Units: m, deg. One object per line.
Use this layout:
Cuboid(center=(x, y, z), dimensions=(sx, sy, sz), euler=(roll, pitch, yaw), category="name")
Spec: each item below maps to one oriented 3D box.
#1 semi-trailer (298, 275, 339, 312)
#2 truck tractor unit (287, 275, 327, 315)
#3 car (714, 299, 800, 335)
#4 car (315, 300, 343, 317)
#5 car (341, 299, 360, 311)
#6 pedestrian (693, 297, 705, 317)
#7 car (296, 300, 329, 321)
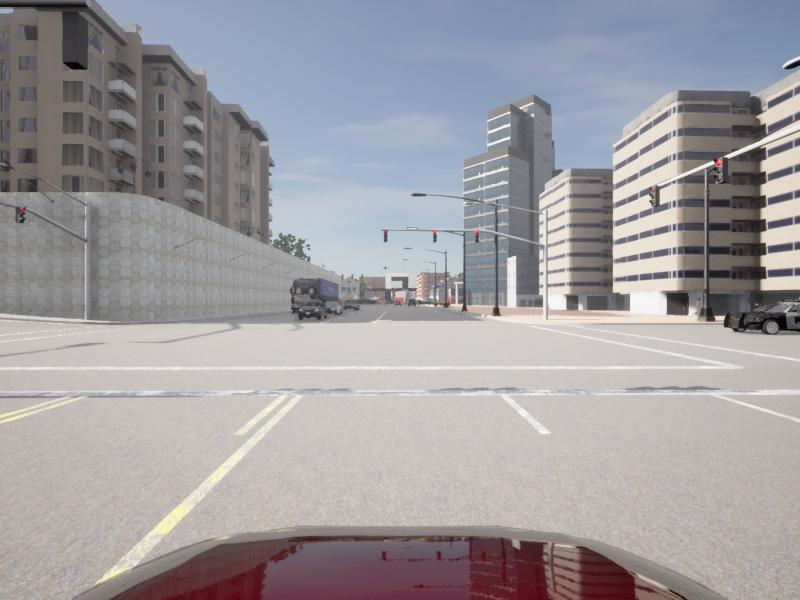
Cuboid(center=(-10.691, -0.650, 54.526), dimensions=(2.717, 4.402, 14.254), euler=(0, -1, 0), category="semi-trailer")
Cuboid(center=(-10.623, -0.576, 46.567), dimensions=(3.053, 4.208, 6.516), euler=(3, 1, -1), category="truck tractor unit")
Cuboid(center=(18.269, 0.771, 18.959), dimensions=(5.238, 1.638, 1.930), euler=(0, 0, -1), category="car")
Cuboid(center=(-7.190, 0.825, 41.107), dimensions=(2.038, 1.542, 4.974), euler=(0, 0, 0), category="car")
Cuboid(center=(-7.271, 0.756, 58.763), dimensions=(2.242, 1.667, 4.611), euler=(0, 0, 0), category="car")
Cuboid(center=(29.263, 0.677, 39.135), dimensions=(0.751, 1.860, 0.751), euler=(0, 0, 16), category="pedestrian")
Cuboid(center=(-7.138, 0.788, 33.005), dimensions=(1.851, 1.617, 3.988), euler=(0, 0, 0), category="car")
